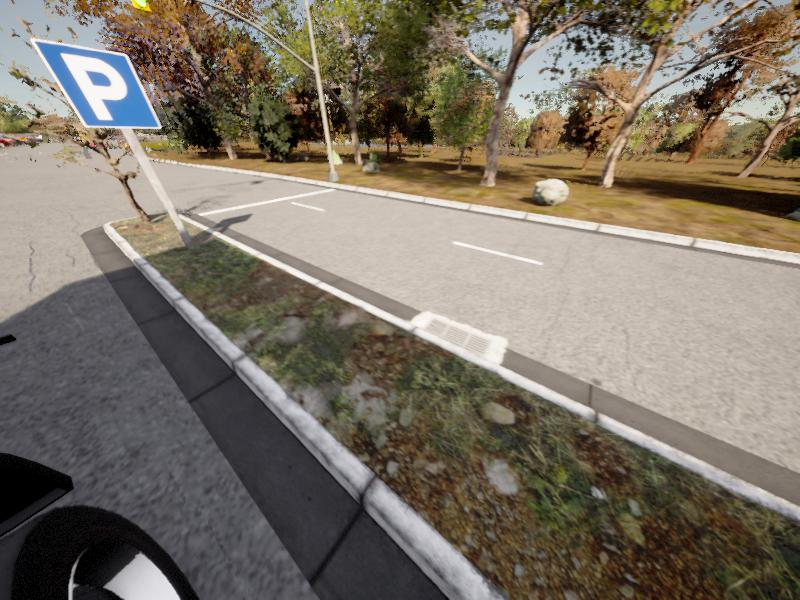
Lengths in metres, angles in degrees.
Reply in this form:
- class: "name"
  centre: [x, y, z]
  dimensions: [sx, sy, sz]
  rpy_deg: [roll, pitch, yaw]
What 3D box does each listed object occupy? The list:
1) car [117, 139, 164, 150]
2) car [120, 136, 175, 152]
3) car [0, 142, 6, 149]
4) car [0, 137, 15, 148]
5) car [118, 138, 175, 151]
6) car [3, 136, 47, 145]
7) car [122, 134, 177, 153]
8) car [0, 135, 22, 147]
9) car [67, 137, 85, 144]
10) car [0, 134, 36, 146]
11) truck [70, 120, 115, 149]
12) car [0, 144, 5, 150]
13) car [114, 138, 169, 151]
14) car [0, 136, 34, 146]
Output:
- class: "car"
  centre: [-43.121, -26.081, 38.605]
  dimensions: [2.002, 1.452, 4.674]
  rpy_deg: [14, 37, 18]
- class: "car"
  centre: [-36.556, -22.709, 33.638]
  dimensions: [2.185, 1.767, 4.553]
  rpy_deg: [13, 37, 18]
- class: "car"
  centre: [-65.234, -23.762, 35.106]
  dimensions: [2.097, 1.535, 5.008]
  rpy_deg: [14, 39, 20]
- class: "car"
  centre: [-69.515, -26.246, 38.564]
  dimensions: [2.097, 1.535, 5.008]
  rpy_deg: [15, 39, 20]
- class: "car"
  centre: [-38.677, -23.880, 35.480]
  dimensions: [1.946, 1.575, 5.366]
  rpy_deg: [14, 37, 18]
- class: "car"
  centre: [-88.302, -37.672, 54.479]
  dimensions: [2.097, 1.535, 5.008]
  rpy_deg: [16, 39, 22]
- class: "car"
  centre: [-34.366, -21.599, 31.921]
  dimensions: [1.878, 1.987, 4.442]
  rpy_deg: [14, 37, 17]
- class: "car"
  centre: [-73.746, -28.867, 42.000]
  dimensions: [2.185, 1.767, 4.553]
  rpy_deg: [16, 39, 20]
- class: "car"
  centre: [-83.160, -40.974, 59.322]
  dimensions: [1.895, 1.301, 4.718]
  rpy_deg: [-28, 44, -34]
- class: "car"
  centre: [-82.062, -34.081, 49.091]
  dimensions: [1.878, 1.987, 4.442]
  rpy_deg: [16, 39, 22]
- class: "truck"
  centre: [-52.279, -28.242, 39.514]
  dimensions: [8.468, 3.827, 2.891]
  rpy_deg: [29, 45, 34]
- class: "car"
  centre: [-63.058, -22.755, 33.271]
  dimensions: [2.435, 2.045, 5.566]
  rpy_deg: [14, 38, 19]
- class: "car"
  centre: [-41.004, -24.848, 36.813]
  dimensions: [1.946, 1.575, 5.366]
  rpy_deg: [14, 37, 18]
- class: "car"
  centre: [-80.114, -32.462, 47.223]
  dimensions: [1.946, 1.575, 5.366]
  rpy_deg: [16, 39, 21]
